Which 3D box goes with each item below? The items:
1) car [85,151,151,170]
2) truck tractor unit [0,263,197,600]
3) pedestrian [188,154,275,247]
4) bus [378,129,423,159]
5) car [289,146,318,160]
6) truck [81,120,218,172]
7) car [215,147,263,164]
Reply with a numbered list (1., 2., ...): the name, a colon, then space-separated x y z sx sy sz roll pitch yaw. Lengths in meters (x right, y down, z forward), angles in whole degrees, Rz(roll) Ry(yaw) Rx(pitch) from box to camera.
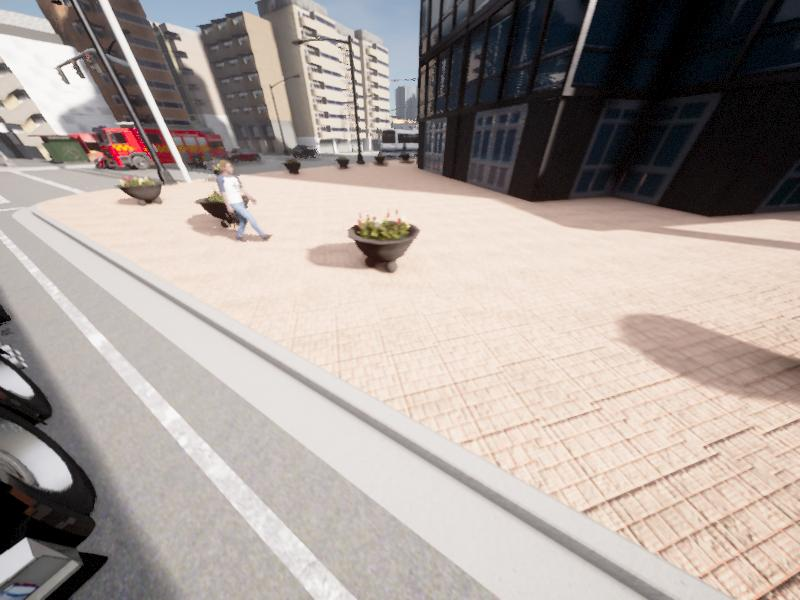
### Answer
1. car: -29.590 -14.806 24.415 1.970 1.475 3.806 18 38 24
2. truck tractor unit: -5.109 -0.302 0.782 6.516 4.208 3.053 18 39 24
3. pedestrian: -3.751 -2.252 5.345 0.751 1.860 0.751 2 35 3
4. bus: 0.392 -29.747 44.061 3.944 4.253 10.273 18 38 24
5. car: -15.915 -24.572 38.459 1.905 1.878 3.866 17 38 23
6. truck: -25.241 -16.111 24.250 2.891 3.827 8.468 18 38 24
7. car: -21.195 -19.250 30.669 2.097 1.767 4.553 18 38 24
